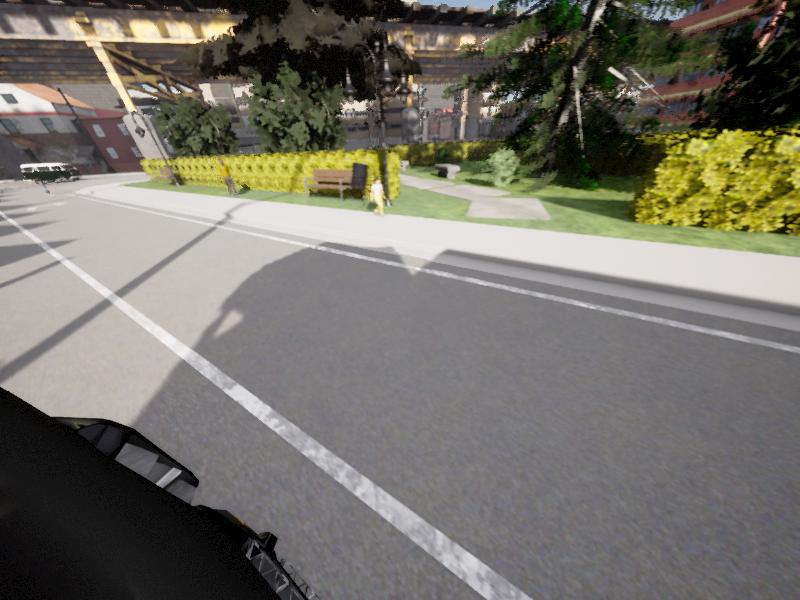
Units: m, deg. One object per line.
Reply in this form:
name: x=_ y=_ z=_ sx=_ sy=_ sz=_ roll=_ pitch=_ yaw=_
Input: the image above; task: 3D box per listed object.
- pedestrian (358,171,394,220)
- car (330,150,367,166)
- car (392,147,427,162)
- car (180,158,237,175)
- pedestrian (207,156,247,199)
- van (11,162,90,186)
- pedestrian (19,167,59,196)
pedestrian: x=-0.757 y=-3.439 z=7.564 sx=0.751 sy=1.300 sz=0.751 roll=20 pitch=40 yaw=30
car: x=-7.650 y=-21.059 z=34.202 sx=5.027 sy=1.651 sz=2.152 roll=-10 pitch=35 yaw=-11
car: x=1.515 y=-22.721 z=35.975 sx=5.027 sy=1.651 sz=2.152 roll=-10 pitch=35 yaw=-10
car: x=-25.301 y=-17.855 z=30.814 sx=5.366 sy=1.575 sz=1.801 roll=-10 pitch=35 yaw=-11
pedestrian: x=-8.930 y=-6.347 z=11.986 sx=0.751 sy=1.860 sz=0.751 roll=16 pitch=38 yaw=26
van: x=-41.468 y=-15.131 z=27.588 sx=4.480 sy=2.038 sz=2.069 roll=-11 pitch=35 yaw=-11
pedestrian: x=-27.109 y=-8.898 z=17.393 sx=0.751 sy=1.860 sz=0.751 roll=27 pitch=44 yaw=36
